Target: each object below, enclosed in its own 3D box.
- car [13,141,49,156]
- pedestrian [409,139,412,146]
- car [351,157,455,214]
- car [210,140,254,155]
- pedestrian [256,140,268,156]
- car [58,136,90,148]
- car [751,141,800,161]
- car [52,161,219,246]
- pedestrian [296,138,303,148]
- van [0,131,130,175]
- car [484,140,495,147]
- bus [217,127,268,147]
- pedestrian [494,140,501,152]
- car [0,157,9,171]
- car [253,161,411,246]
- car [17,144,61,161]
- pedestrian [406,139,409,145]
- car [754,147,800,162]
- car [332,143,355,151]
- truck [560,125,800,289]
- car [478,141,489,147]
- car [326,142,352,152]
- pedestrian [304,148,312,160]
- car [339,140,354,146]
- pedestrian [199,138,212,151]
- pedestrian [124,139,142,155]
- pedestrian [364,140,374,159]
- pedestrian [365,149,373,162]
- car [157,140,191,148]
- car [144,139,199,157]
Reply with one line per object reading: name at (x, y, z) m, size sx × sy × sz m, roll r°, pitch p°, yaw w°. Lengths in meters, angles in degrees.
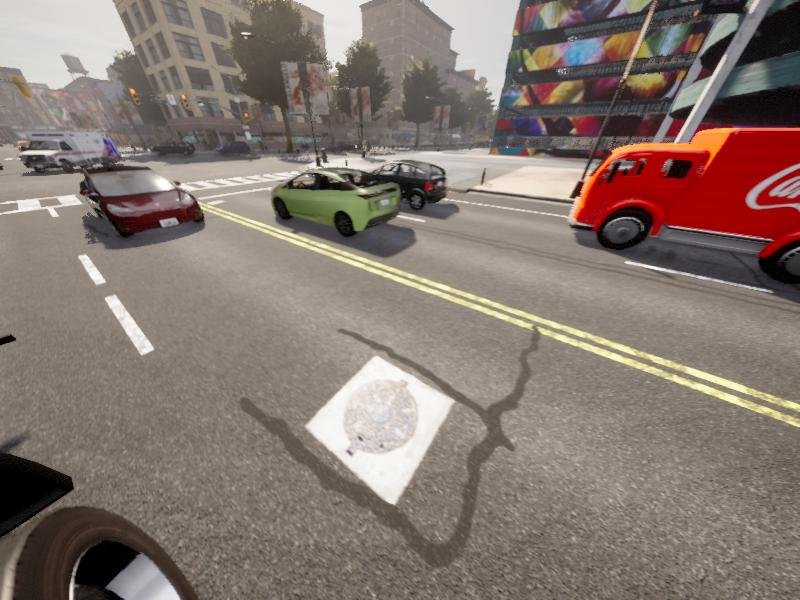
car at (-49.594, -20.419, 31.020) m, size 5.008 × 1.535 × 1.882 m, roll 22°, pitch 41°, yaw 28°
pedestrian at (3.438, -52.668, 77.047) m, size 0.751 × 1.860 × 0.751 m, roll 22°, pitch 40°, yaw 27°
car at (0.048, -4.808, 9.426) m, size 3.705 × 1.549 × 1.789 m, roll 22°, pitch 41°, yaw 28°
car at (-24.850, -22.742, 34.428) m, size 2.097 × 1.767 × 4.553 m, roll 26°, pitch 42°, yaw 31°
pedestrian at (-19.683, -21.774, 33.018) m, size 0.751 × 1.860 × 0.751 m, roll 22°, pitch 41°, yaw 28°
car at (-71.274, -34.611, 50.502) m, size 5.566 × 2.045 × 2.150 m, roll 16°, pitch 38°, yaw 21°
car at (51.625, -20.278, 31.358) m, size 2.435 × 2.045 × 5.566 m, roll 22°, pitch 41°, yaw 28°
car at (-8.206, -3.257, 7.172) m, size 4.792 × 1.488 × 2.163 m, roll 23°, pitch 41°, yaw 28°
pedestrian at (-22.002, -34.401, 50.703) m, size 0.751 × 1.860 × 0.751 m, roll 26°, pitch 42°, yaw 31°
van at (-25.091, -11.383, 17.700) m, size 2.351 × 2.431 × 6.366 m, roll -8°, pitch 36°, yaw -12°
car at (29.309, -51.286, 75.712) m, size 1.932 × 1.855 × 4.605 m, roll 22°, pitch 41°, yaw 28°
bus at (-43.953, -45.918, 65.043) m, size 3.944 × 4.253 × 10.273 m, roll 22°, pitch 41°, yaw 28°
pedestrian at (18.597, -29.466, 44.206) m, size 0.751 × 1.860 × 0.751 m, roll 17°, pitch 38°, yaw 22°
car at (-32.402, -10.824, 17.606) m, size 4.902 × 1.511 × 2.128 m, roll 22°, pitch 41°, yaw 28°
car at (-2.119, -3.220, 7.160) m, size 4.514 × 1.525 × 2.007 m, roll 22°, pitch 41°, yaw 28°
car at (-39.601, -16.242, 25.347) m, size 4.181 × 1.385 × 1.994 m, roll 22°, pitch 40°, yaw 27°
pedestrian at (2.644, -52.928, 77.408) m, size 0.751 × 1.860 × 0.751 m, roll 15°, pitch 38°, yaw 20°
car at (51.655, -19.984, 31.622) m, size 2.007 × 1.523 × 4.514 m, roll 22°, pitch 41°, yaw 28°
car at (-11.906, -32.658, 49.151) m, size 1.895 × 1.301 × 4.718 m, roll 22°, pitch 41°, yaw 28°
truck at (7.153, -2.283, 5.126) m, size 5.204 × 2.467 × 2.627 m, roll 22°, pitch 40°, yaw 27°
car at (29.004, -54.380, 80.437) m, size 1.837 × 1.490 × 4.892 m, roll 22°, pitch 41°, yaw 28°
car at (-11.669, -29.423, 44.420) m, size 1.812 × 1.442 × 4.674 m, roll 22°, pitch 41°, yaw 28°
pedestrian at (-11.089, -17.570, 27.806) m, size 0.500 × 1.100 × 0.500 m, roll 23°, pitch 41°, yaw 28°
car at (-18.230, -53.572, 78.640) m, size 5.008 × 1.535 × 1.882 m, roll 22°, pitch 40°, yaw 27°
pedestrian at (-32.121, -25.677, 38.148) m, size 0.751 × 1.860 × 0.751 m, roll 15°, pitch 38°, yaw 19°
pedestrian at (-36.859, -21.150, 31.906) m, size 0.751 × 1.860 × 0.751 m, roll 13°, pitch 37°, yaw 17°
pedestrian at (-3.694, -18.071, 27.689) m, size 0.751 × 1.860 × 0.751 m, roll -29°, pitch 44°, yaw -35°
pedestrian at (-3.145, -14.714, 23.576) m, size 0.500 × 1.100 × 0.500 m, roll 26°, pitch 42°, yaw 31°
car at (-53.392, -37.056, 54.786) m, size 2.033 × 1.411 × 5.357 m, roll 23°, pitch 41°, yaw 28°
car at (-30.508, -20.487, 31.070) m, size 4.605 × 1.855 × 1.932 m, roll -14°, pitch 38°, yaw -19°
